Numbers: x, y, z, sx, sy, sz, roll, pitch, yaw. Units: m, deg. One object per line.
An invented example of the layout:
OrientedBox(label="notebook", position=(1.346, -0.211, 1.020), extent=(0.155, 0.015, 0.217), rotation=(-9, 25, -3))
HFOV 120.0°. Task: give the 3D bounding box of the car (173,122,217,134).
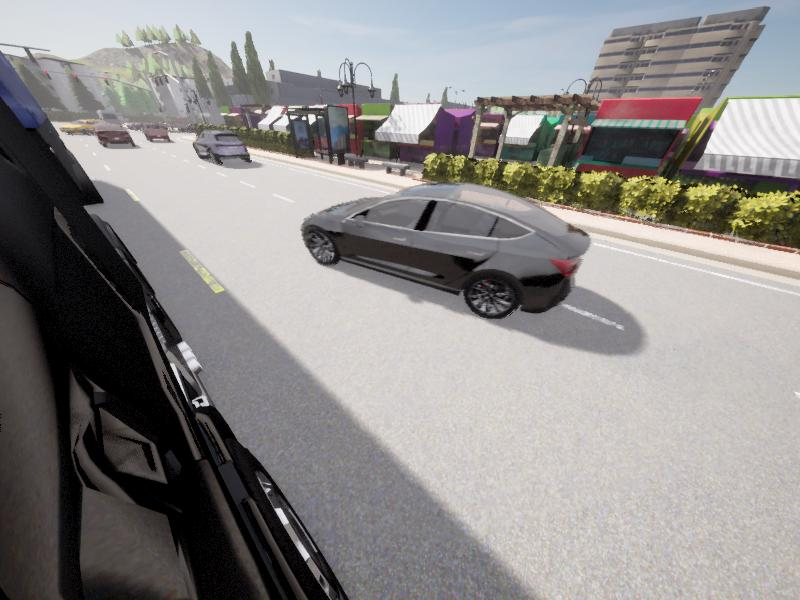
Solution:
OrientedBox(label="car", position=(-33.469, -28.124, 37.848), extent=(2.163, 1.488, 4.792), rotation=(28, 44, 30))

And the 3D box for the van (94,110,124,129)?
OrientedBox(label="van", position=(-52.927, -32.847, 42.005), extent=(5.915, 2.561, 1.988), rotation=(28, 43, 29))

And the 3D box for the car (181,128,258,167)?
OrientedBox(label="car", position=(-11.193, -9.546, 14.325), extent=(4.856, 1.649, 2.033), rotation=(29, 44, 30))

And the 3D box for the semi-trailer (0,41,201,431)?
OrientedBox(label="semi-trailer", position=(-8.682, -3.619, 4.239), extent=(14.254, 4.402, 2.717), rotation=(28, 44, 30))

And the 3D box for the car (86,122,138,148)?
OrientedBox(label="car", position=(-24.004, -13.768, 19.227), extent=(5.008, 1.535, 1.882), rotation=(29, 44, 30))

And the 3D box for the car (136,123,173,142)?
OrientedBox(label="car", position=(-25.603, -17.495, 24.109), extent=(3.633, 1.501, 1.845), rotation=(31, 45, 33))

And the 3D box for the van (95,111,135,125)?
OrientedBox(label="van", position=(-70.259, -44.926, 57.157), extent=(2.351, 2.431, 6.366), rotation=(-3, 37, -8))

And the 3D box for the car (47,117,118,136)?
OrientedBox(label="car", position=(-37.268, -20.527, 27.379), extent=(1.801, 1.575, 5.366), rotation=(-3, 37, -8))

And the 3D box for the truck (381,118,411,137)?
OrientedBox(label="truck", position=(-1.091, -46.413, 62.374), extent=(2.891, 3.827, 8.468), rotation=(30, 44, 31))

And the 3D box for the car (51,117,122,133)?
OrientedBox(label="car", position=(-41.481, -23.281, 30.788), extent=(1.801, 1.575, 5.366), rotation=(30, 45, 31))

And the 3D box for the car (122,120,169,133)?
OrientedBox(label="car", position=(-39.936, -27.317, 36.391), extent=(1.812, 1.442, 4.674), rotation=(30, 44, 31))

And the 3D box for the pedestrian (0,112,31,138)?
OrientedBox(label="pedestrian", position=(-35.188, -15.826, 20.956), extent=(0.751, 1.860, 0.751), rotation=(12, 38, 12))

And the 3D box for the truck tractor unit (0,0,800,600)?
OrientedBox(label="truck tractor unit", position=(-2.645, -0.295, 0.351), extent=(6.516, 4.208, 3.053), rotation=(28, 44, 30))

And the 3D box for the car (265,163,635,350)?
OrientedBox(label="car", position=(0.423, -1.249, 4.104), extent=(4.792, 1.488, 2.163), rotation=(19, 40, 20))
